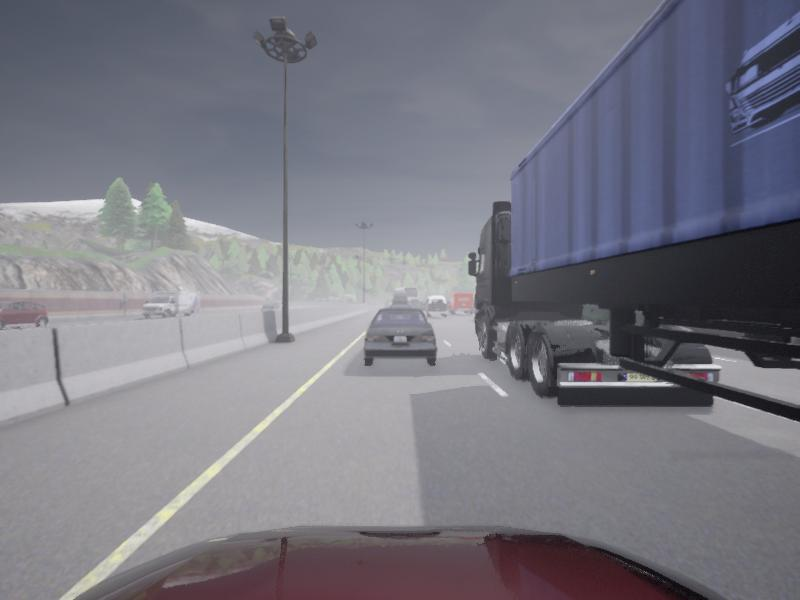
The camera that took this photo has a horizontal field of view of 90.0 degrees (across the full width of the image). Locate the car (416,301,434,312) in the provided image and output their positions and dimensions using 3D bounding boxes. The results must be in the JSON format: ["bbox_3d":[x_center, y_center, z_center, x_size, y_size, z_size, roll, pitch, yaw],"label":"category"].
[{"bbox_3d":[3.456,0.919,56.250,2.128,1.511,4.902,0,0,-1],"label":"car"}]

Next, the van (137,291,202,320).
[{"bbox_3d":[-20.980,0.434,36.913,2.351,2.431,6.366,0,0,0],"label":"van"}]

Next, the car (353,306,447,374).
[{"bbox_3d":[0.009,0.912,11.354,2.033,1.411,5.357,0,0,0],"label":"car"}]

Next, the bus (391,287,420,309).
[{"bbox_3d":[0.930,-0.415,82.052,3.944,4.253,10.273,0,0,-12],"label":"bus"}]

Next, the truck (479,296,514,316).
[{"bbox_3d":[10.526,0.607,44.229,2.390,2.098,6.274,0,0,0],"label":"truck"}]

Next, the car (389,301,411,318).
[{"bbox_3d":[0.023,0.887,38.819,2.038,1.542,4.974,0,0,0],"label":"car"}]

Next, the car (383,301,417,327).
[{"bbox_3d":[0.015,0.864,26.721,2.038,1.542,4.974,0,0,0],"label":"car"}]

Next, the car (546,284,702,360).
[{"bbox_3d":[7.008,0.589,13.473,2.150,2.045,5.566,0,0,0],"label":"car"}]

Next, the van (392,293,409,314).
[{"bbox_3d":[0.028,0.398,50.777,1.988,2.561,5.915,0,0,0],"label":"van"}]

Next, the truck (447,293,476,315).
[{"bbox_3d":[7.025,0.424,46.419,2.627,2.467,5.204,0,0,0],"label":"truck"}]

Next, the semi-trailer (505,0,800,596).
[{"bbox_3d":[3.504,-0.616,1.049,2.717,4.402,14.254,0,0,0],"label":"semi-trailer"}]

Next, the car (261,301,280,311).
[{"bbox_3d":[-21.601,0.924,66.846,1.882,1.535,5.008,0,0,-5],"label":"car"}]

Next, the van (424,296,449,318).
[{"bbox_3d":[3.522,0.630,39.504,2.069,2.038,4.480,0,0,0],"label":"van"}]

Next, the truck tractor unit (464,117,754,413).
[{"bbox_3d":[3.504,-0.507,8.964,3.053,4.208,6.516,0,0,0],"label":"truck tractor unit"}]

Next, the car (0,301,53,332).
[{"bbox_3d":[-20.988,0.847,21.338,1.789,1.549,3.705,0,0,0],"label":"car"}]

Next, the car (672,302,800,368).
[{"bbox_3d":[10.506,0.846,11.711,2.007,1.525,4.514,0,0,0],"label":"car"}]
